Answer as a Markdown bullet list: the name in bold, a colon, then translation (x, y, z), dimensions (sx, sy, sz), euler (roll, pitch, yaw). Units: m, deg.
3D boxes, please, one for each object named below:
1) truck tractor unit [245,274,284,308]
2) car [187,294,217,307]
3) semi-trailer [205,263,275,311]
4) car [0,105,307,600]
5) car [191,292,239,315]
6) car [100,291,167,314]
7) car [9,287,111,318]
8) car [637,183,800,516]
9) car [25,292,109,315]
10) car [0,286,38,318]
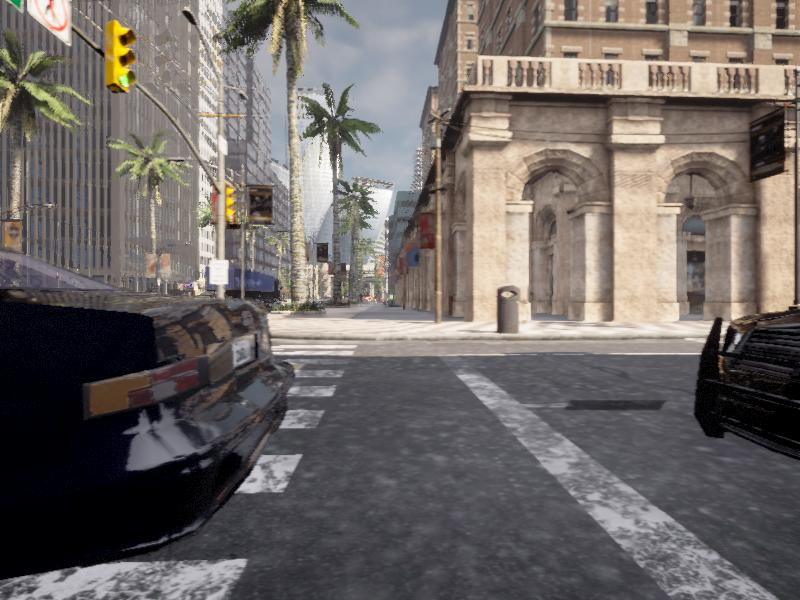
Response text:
- **truck tractor unit**: translation (-17.550, -1.110, 52.315), dimensions (3.053, 4.208, 6.516), euler (0, 0, -3)
- **car**: translation (-27.875, 0.104, 56.601), dimensions (2.185, 1.767, 4.553), euler (0, 0, -3)
- **semi-trailer**: translation (-17.168, -1.210, 44.409), dimensions (2.717, 4.402, 14.254), euler (0, 0, -3)
- **car**: translation (-3.238, 0.294, 1.614), dimensions (5.357, 1.411, 2.033), euler (0, 0, -6)
- **car**: translation (-13.028, 0.229, 28.449), dimensions (1.845, 1.501, 3.633), euler (0, 0, -3)
- **car**: translation (-20.146, 0.179, 30.550), dimensions (2.033, 1.649, 4.856), euler (0, 0, -2)
- **car**: translation (-19.857, 0.155, 23.721), dimensions (2.242, 1.667, 4.611), euler (0, 0, -3)
- **car**: translation (4.328, 0.229, 2.133), dimensions (4.974, 1.542, 2.038), euler (0, 0, -3)
- **car**: translation (-23.570, 0.226, 28.657), dimensions (2.038, 1.542, 4.974), euler (0, 0, -3)
- **car**: translation (-23.303, 0.092, 22.393), dimensions (2.097, 1.767, 4.553), euler (0, 0, -2)
